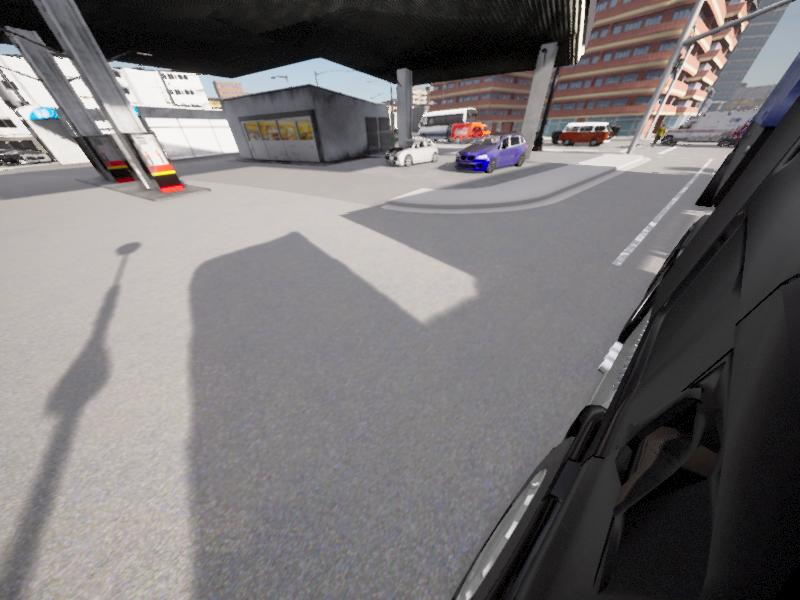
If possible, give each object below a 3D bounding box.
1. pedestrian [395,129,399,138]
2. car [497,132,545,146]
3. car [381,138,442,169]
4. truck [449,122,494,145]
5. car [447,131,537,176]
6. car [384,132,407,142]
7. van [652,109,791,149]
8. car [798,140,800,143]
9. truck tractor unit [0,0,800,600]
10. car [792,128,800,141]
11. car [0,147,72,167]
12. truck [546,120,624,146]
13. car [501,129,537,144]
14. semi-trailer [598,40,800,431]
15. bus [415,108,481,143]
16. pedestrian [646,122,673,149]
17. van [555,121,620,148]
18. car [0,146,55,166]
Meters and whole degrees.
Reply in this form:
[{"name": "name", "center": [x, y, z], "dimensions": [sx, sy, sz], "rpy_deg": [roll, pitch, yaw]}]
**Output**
[{"name": "pedestrian", "center": [-0.773, -43.684, 60.588], "dimensions": [0.751, 1.860, 0.751], "rpy_deg": [-29, 44, -31]}, {"name": "car", "center": [14.843, -19.953, 28.632], "dimensions": [1.895, 1.301, 4.718], "rpy_deg": [-29, 44, -31]}, {"name": "car", "center": [0.832, -10.299, 16.120], "dimensions": [3.806, 1.475, 1.970], "rpy_deg": [-27, 43, -30]}, {"name": "truck", "center": [10.038, -23.589, 32.803], "dimensions": [2.627, 2.467, 5.204], "rpy_deg": [-28, 44, -31]}, {"name": "car", "center": [5.104, -8.209, 12.804], "dimensions": [4.611, 1.667, 2.242], "rpy_deg": [-27, 43, -30]}, {"name": "car", "center": [-1.010, -33.739, 47.861], "dimensions": [2.038, 1.542, 4.974], "rpy_deg": [-29, 44, -31]}, {"name": "van", "center": [27.388, -14.892, 20.192], "dimensions": [2.351, 2.431, 6.366], "rpy_deg": [-21, 40, -24]}, {"name": "car", "center": [35.211, -13.563, 18.853], "dimensions": [5.357, 1.411, 2.033], "rpy_deg": [-28, 44, -30]}, {"name": "truck tractor unit", "center": [2.645, -0.295, 0.351], "dimensions": [6.516, 4.208, 3.053], "rpy_deg": [-28, 44, -30]}, {"name": "car", "center": [40.910, -16.636, 22.484], "dimensions": [5.238, 1.638, 1.930], "rpy_deg": [-28, 44, -31]}, {"name": "car", "center": [-45.637, -17.844, 28.715], "dimensions": [1.930, 1.638, 5.238], "rpy_deg": [5, 36, 10]}, {"name": "truck", "center": [21.036, -19.189, 26.599], "dimensions": [2.390, 2.098, 6.274], "rpy_deg": [-29, 44, -32]}, {"name": "car", "center": [16.182, -22.341, 31.584], "dimensions": [1.845, 1.501, 3.633], "rpy_deg": [-28, 44, -31]}, {"name": "semi-trailer", "center": [8.701, -3.579, 4.259], "dimensions": [14.254, 4.402, 2.717], "rpy_deg": [-28, 44, -30]}, {"name": "bus", "center": [7.566, -28.982, 38.704], "dimensions": [3.944, 4.253, 10.273], "rpy_deg": [-28, 43, -31]}, {"name": "pedestrian", "center": [22.591, -14.371, 20.180], "dimensions": [0.751, 1.860, 0.751], "rpy_deg": [20, 42, 27]}, {"name": "van", "center": [19.335, -17.234, 24.102], "dimensions": [2.069, 2.038, 4.480], "rpy_deg": [-29, 44, -31]}, {"name": "car", "center": [-48.880, -18.444, 29.566], "dimensions": [2.097, 1.767, 4.553], "rpy_deg": [5, 37, 9]}]
